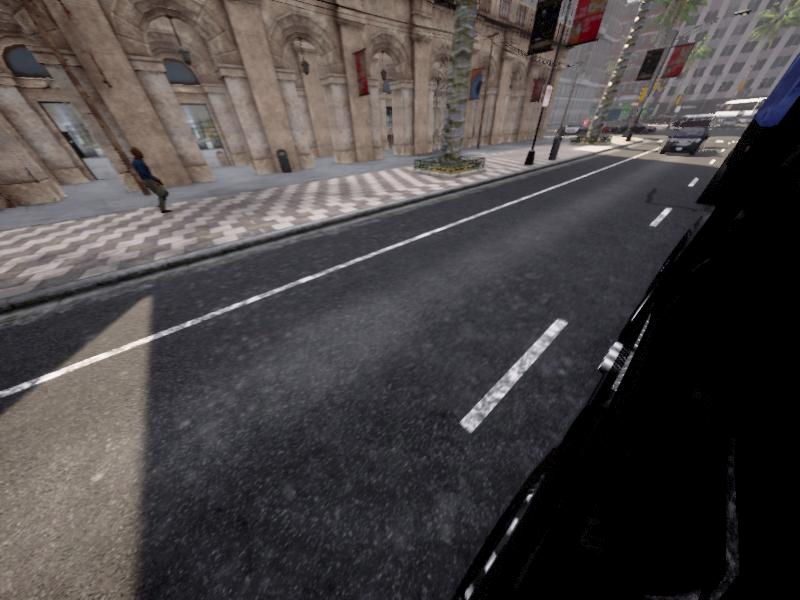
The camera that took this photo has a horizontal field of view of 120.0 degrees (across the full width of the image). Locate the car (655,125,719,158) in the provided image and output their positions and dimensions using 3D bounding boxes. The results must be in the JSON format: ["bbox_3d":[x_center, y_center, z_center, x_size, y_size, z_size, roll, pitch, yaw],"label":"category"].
[{"bbox_3d":[18.941,-10.518,15.244,3.633,1.501,1.845,-28,44,-30],"label":"car"}]

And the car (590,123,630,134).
[{"bbox_3d":[34.425,-28.176,37.969,1.994,1.385,4.181,-26,43,-28],"label":"car"}]

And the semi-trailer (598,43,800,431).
[{"bbox_3d":[8.699,-3.600,4.235,14.254,4.402,2.717,-28,44,-30],"label":"semi-trailer"}]

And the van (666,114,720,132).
[{"bbox_3d":[45.270,-27.446,35.810,4.480,2.038,2.069,-1,39,3],"label":"van"}]

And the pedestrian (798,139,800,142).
[{"bbox_3d":[33.122,-13.678,18.313,0.751,1.860,0.751,-26,43,-28],"label":"pedestrian"}]

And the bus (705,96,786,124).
[{"bbox_3d":[75.667,-41.773,51.265,3.944,4.253,10.273,8,38,13],"label":"bus"}]

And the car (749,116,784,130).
[{"bbox_3d":[52.617,-25.515,33.284,4.792,1.488,2.163,-28,44,-30],"label":"car"}]

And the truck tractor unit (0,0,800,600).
[{"bbox_3d":[2.645,-0.295,0.351,6.516,4.208,3.053,-28,44,-30],"label":"truck tractor unit"}]

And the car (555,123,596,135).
[{"bbox_3d":[29.375,-28.683,38.800,2.038,1.542,4.974,-28,44,-30],"label":"car"}]

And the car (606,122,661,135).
[{"bbox_3d":[34.368,-25.336,34.175,2.033,1.411,5.357,-31,45,-32],"label":"car"}]

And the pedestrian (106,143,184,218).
[{"bbox_3d":[-7.656,-3.631,7.057,0.751,1.860,0.751,-29,44,-30],"label":"pedestrian"}]
